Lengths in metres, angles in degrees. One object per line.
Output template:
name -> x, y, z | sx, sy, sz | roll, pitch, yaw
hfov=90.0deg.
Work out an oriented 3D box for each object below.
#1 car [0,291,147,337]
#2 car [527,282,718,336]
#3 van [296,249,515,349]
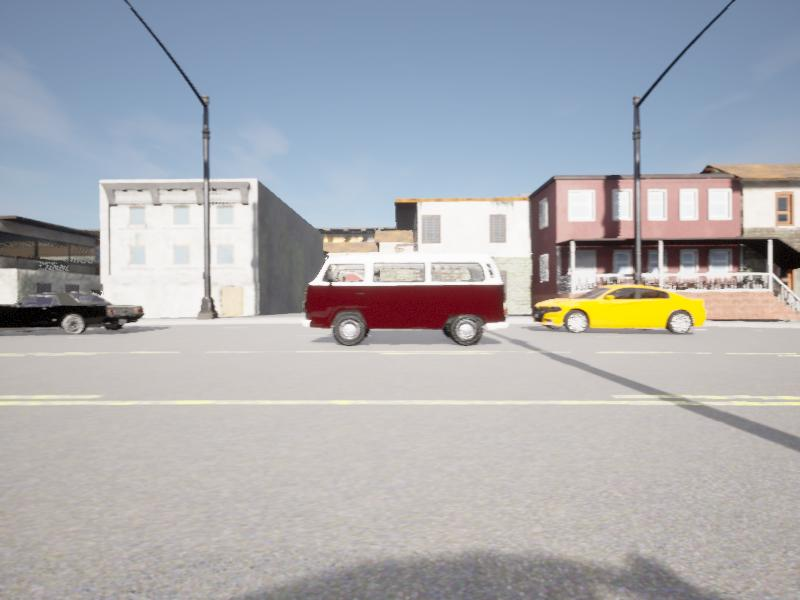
car -> -11.011, 0.435, 12.701 | 4.718, 1.301, 1.895 | -1, 0, 0
car -> 6.835, 0.261, 12.701 | 5.008, 1.535, 1.882 | 1, 0, 0
van -> 0.108, -0.029, 9.200 | 4.480, 2.038, 2.069 | 0, 0, 0
